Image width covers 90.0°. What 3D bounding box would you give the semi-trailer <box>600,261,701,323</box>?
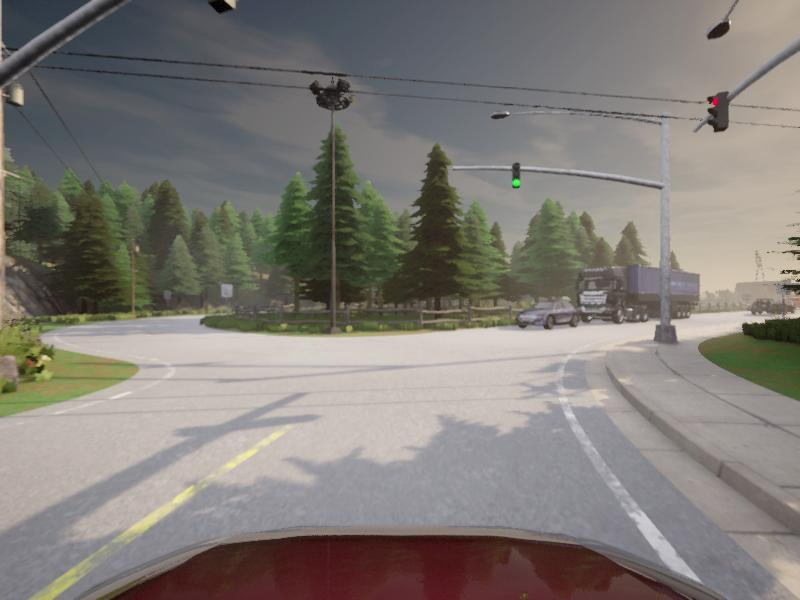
[{"bbox_3d":[21.711,-0.573,33.957,14.254,4.402,2.717,0,0,-39],"label":"semi-trailer"}]

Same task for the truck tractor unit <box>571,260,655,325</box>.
[{"bbox_3d":[15.526,-0.478,29.022,6.516,4.208,3.053,0,0,-38],"label":"truck tractor unit"}]

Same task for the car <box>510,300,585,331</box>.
[{"bbox_3d":[8.739,0.807,23.476,4.856,1.649,2.033,0,0,-41],"label":"car"}]
